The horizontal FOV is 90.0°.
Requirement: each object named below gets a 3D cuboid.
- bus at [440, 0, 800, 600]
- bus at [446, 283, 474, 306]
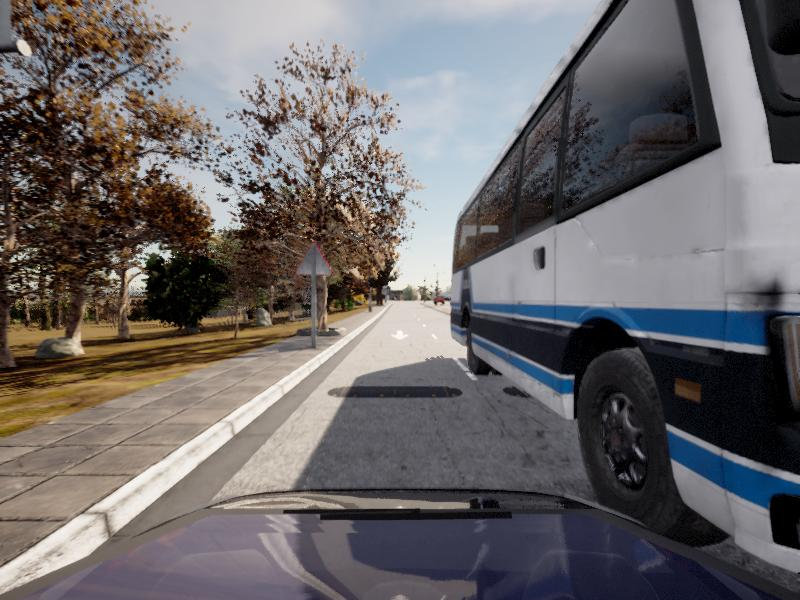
[{"bbox_3d":[3.121,-0.534,6.214,3.944,4.253,10.273,0,0,0],"label":"bus"},{"bbox_3d":[11.704,-1.089,79.485,3.944,4.253,10.273,0,1,0],"label":"bus"}]
